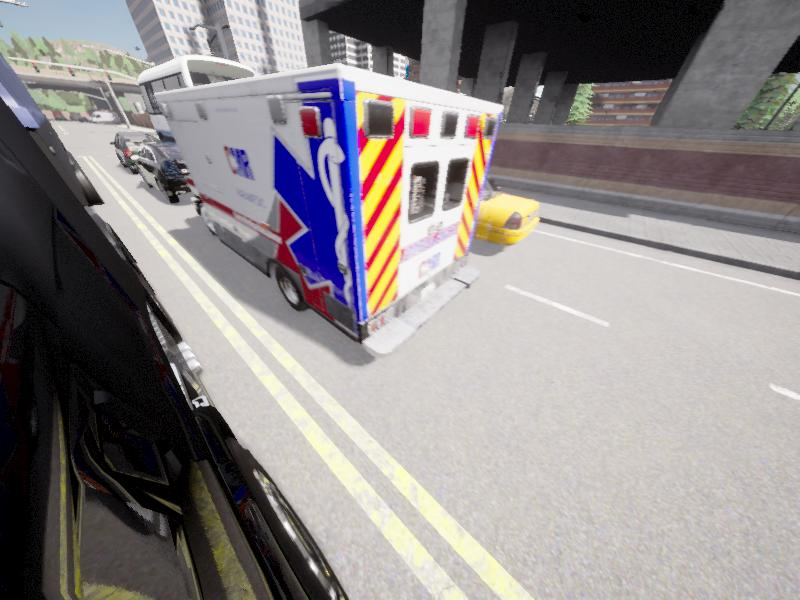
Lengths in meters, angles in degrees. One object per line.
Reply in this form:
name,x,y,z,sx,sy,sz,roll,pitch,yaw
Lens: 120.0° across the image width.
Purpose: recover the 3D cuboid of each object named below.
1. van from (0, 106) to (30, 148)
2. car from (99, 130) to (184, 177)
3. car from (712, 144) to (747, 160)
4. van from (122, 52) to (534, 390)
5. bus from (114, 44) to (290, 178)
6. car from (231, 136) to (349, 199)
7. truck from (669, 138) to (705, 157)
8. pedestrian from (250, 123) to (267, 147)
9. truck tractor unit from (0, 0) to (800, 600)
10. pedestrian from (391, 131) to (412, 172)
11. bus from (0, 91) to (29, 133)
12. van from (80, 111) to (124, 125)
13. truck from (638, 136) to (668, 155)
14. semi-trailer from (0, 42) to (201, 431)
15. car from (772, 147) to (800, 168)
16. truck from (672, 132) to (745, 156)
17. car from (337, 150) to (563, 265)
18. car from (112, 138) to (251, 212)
van,-30.037,-11.194,14.776,2.351,2.431,6.366,27,43,29
car,-12.573,-7.221,11.267,3.705,1.549,1.789,28,44,30
car,52.348,-23.658,36.827,1.932,1.855,4.605,28,44,30
van,-1.827,-1.856,4.002,6.366,2.431,2.351,28,44,30
bus,-11.403,-10.343,13.273,10.273,4.253,3.944,28,43,30
car,-4.594,-5.750,9.693,4.611,1.667,2.242,28,43,30
truck,48.439,-25.917,39.175,2.615,2.467,5.204,28,44,30
pedestrian,-13.778,-16.083,22.544,0.751,1.860,0.751,32,46,33
truck tractor unit,-2.645,-0.295,0.351,6.516,4.208,3.053,28,44,30
pedestrian,0.059,-8.291,12.944,0.751,1.860,0.751,28,44,30
bus,-50.303,-23.060,27.919,10.273,4.253,3.944,28,44,30
van,-74.502,-45.570,57.951,1.988,2.561,5.915,13,38,14
truck,45.150,-27.678,41.335,2.615,2.467,5.204,28,44,30
semi-trailer,-8.695,-3.599,4.244,14.254,4.402,2.717,28,44,30
car,47.618,-17.036,27.630,1.905,1.878,3.866,28,44,30
truck,66.629,-34.031,50.342,8.468,3.827,2.891,28,44,30
car,0.818,-2.829,6.185,5.366,1.575,1.801,28,44,30
car,-7.660,-4.585,8.070,4.902,1.511,2.128,28,44,30
